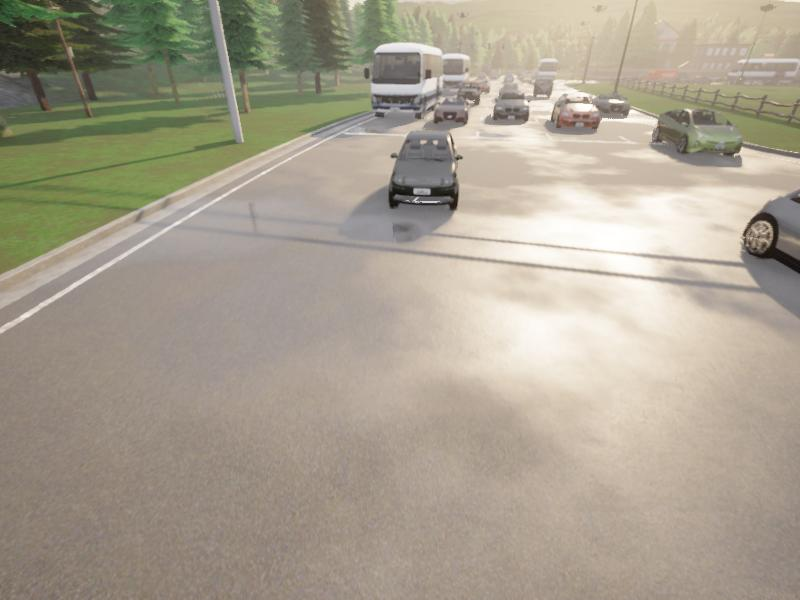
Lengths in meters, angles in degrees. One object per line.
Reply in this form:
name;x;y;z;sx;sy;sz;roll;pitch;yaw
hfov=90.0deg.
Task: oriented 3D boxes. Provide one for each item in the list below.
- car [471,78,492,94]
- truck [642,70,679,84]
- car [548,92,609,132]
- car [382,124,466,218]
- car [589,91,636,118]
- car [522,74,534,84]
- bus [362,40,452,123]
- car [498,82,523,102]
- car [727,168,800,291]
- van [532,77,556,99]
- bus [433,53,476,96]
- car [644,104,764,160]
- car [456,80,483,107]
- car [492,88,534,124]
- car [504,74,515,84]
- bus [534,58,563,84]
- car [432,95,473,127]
car;10.336;-27.113;50.644;2.242;1.667;4.611;7;31;11
truck;51.539;-44.251;79.322;5.204;2.467;2.627;7;31;11
car;10.096;-10.931;23.038;2.242;1.667;4.611;6;31;10
car;0.719;-3.527;10.469;1.789;1.549;3.705;3;30;6
car;15.148;-14.101;28.770;1.994;1.385;4.181;7;31;11
car;25.399;-44.015;79.652;1.801;1.575;5.366;7;31;11
bus;0.906;-15.379;28.018;3.944;4.253;10.273;7;31;11
car;11.331;-21.436;41.151;2.163;1.488;4.792;7;31;11
car;7.235;-0.712;5.778;1.970;1.475;3.806;3;30;4
van;15.607;-23.106;43.523;1.775;1.987;4.442;7;31;11
bus;6.983;-28.494;50.426;3.944;4.253;10.273;7;31;11
car;12.265;-7.081;16.624;2.007;1.525;4.514;5;31;8
car;6.197;-18.310;35.385;1.905;1.878;3.866;7;31;11
car;7.258;-12.672;25.988;2.242;1.667;4.611;6;31;10
car;22.112;-44.714;80.777;2.033;1.649;4.856;7;31;11
bus;29.371;-45.699;79.906;3.944;4.253;10.273;7;31;11
car;3.282;-11.615;24.462;1.994;1.385;4.181;6;31;11
